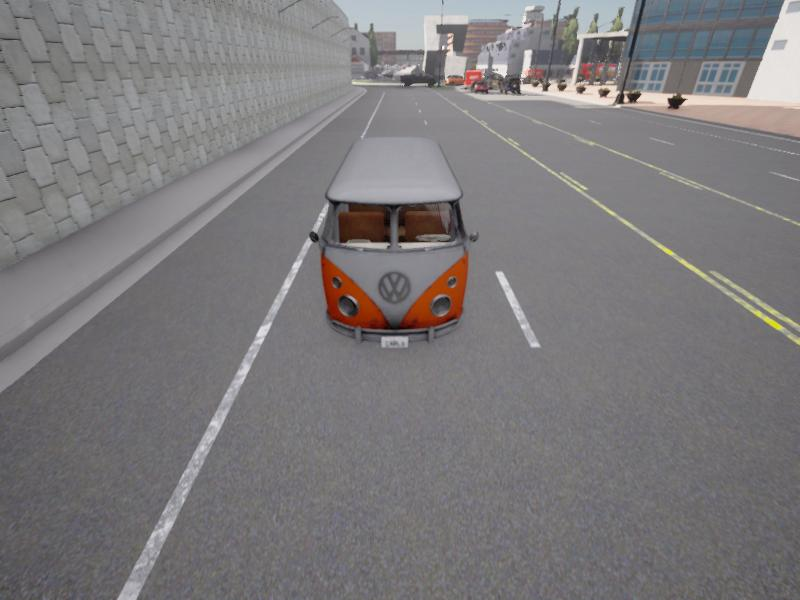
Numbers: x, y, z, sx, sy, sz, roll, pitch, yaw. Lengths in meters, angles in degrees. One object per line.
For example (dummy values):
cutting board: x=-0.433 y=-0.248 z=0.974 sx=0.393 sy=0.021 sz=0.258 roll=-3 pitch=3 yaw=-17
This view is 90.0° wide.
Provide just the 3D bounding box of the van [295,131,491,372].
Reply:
van: x=-0.069 y=-1.157 z=6.030 sx=1.775 sy=1.987 sz=4.442 roll=0 pitch=30 yaw=0

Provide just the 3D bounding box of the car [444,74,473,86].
car: x=10.432 y=-39.061 z=71.087 sx=4.553 sy=1.767 sz=2.097 roll=-7 pitch=31 yaw=-12

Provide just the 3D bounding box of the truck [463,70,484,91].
truck: x=10.860 y=-32.560 z=59.300 sx=2.627 sy=2.467 sz=5.204 roll=3 pitch=31 yaw=6

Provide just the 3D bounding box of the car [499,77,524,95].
car: x=13.722 y=-26.500 z=49.456 sx=1.905 sy=1.878 sz=3.866 roll=0 pitch=30 yaw=1

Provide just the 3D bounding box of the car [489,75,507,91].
car: x=14.233 y=-31.759 z=58.483 sx=1.932 sy=1.855 sz=4.605 roll=3 pitch=30 yaw=6

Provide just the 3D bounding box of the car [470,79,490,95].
car: x=10.228 y=-27.512 z=51.546 sx=1.851 sy=1.617 sz=3.988 roll=0 pitch=30 yaw=1

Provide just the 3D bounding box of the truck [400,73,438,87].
truck: x=3.245 y=-37.344 z=67.865 sx=6.274 sy=2.098 sz=2.390 roll=3 pitch=30 yaw=5

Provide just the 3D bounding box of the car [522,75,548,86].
car: x=25.687 y=-41.895 z=76.318 sx=5.027 sy=1.651 sz=2.152 roll=-25 pitch=38 yaw=-35
